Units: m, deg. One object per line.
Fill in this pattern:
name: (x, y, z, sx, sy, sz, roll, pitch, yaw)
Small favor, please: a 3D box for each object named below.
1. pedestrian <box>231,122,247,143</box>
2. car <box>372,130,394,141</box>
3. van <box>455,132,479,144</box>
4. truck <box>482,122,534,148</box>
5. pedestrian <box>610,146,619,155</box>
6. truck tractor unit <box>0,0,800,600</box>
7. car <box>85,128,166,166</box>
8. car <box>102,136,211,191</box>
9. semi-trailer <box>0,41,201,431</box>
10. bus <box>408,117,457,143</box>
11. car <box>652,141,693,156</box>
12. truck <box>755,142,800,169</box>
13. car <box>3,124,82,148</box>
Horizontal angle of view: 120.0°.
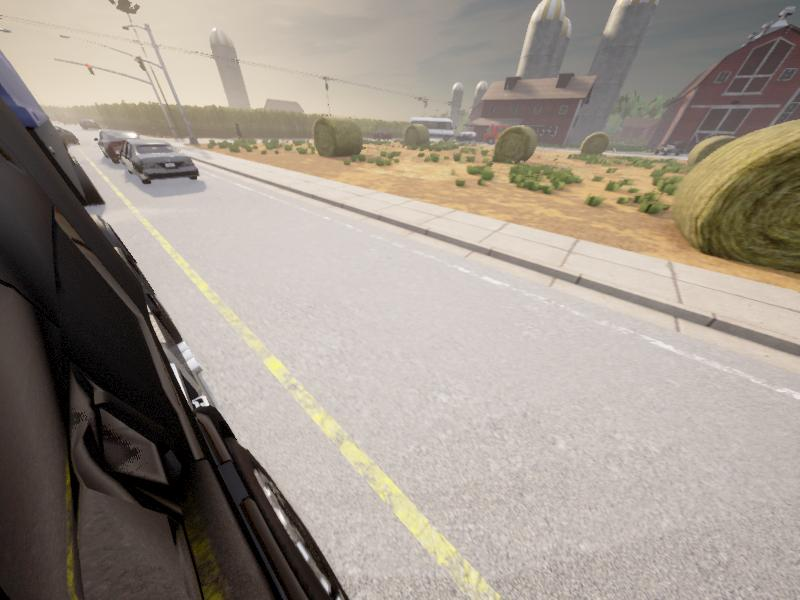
pedestrian: (-18.354, -19.072, 26.370, 0.751, 1.860, 0.751, 25, 42, 27)
car: (-3.538, -35.048, 49.102, 2.097, 1.767, 4.553, 26, 42, 28)
van: (14.972, -36.572, 52.034, 4.480, 2.038, 2.069, 25, 42, 27)
truck: (22.061, -33.999, 47.515, 8.468, 3.827, 2.891, 25, 42, 27)
pedestrian: (31.683, -22.129, 34.137, 0.500, 1.100, 0.500, 27, 43, 29)
truck tractor unit: (-2.645, -0.295, 0.351, 6.516, 4.208, 3.053, 28, 44, 30)
car: (-16.291, -9.133, 13.693, 4.792, 1.488, 2.163, 28, 43, 30)
car: (-10.647, -6.104, 10.042, 5.357, 1.411, 2.033, 28, 44, 30)
semi-trailer: (-8.687, -3.600, 4.258, 14.254, 4.402, 2.717, 28, 44, 30)
bus: (7.266, -38.342, 52.095, 10.273, 4.253, 3.944, 7, 37, 6)
car: (45.638, -25.424, 38.789, 3.866, 1.878, 1.905, -3, 43, -5)
truck: (49.840, -17.905, 28.719, 5.204, 2.467, 2.627, 25, 42, 27)
car: (-28.301, -13.190, 18.548, 1.994, 1.385, 4.181, -20, 42, -27)
